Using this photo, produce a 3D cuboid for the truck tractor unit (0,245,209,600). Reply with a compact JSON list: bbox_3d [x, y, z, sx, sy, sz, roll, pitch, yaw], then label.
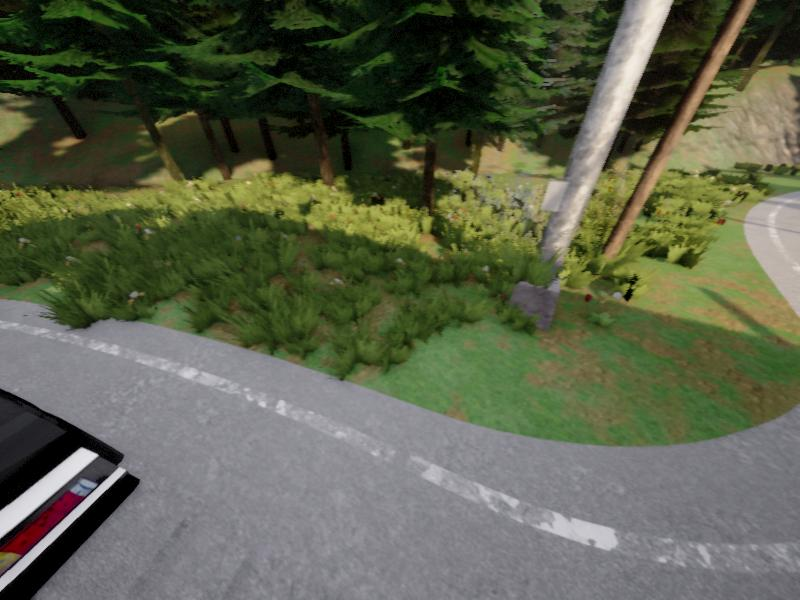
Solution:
[{"bbox_3d":[-5.313,-0.016,0.392,6.516,4.208,3.053,8,37,12],"label":"truck tractor unit"}]
